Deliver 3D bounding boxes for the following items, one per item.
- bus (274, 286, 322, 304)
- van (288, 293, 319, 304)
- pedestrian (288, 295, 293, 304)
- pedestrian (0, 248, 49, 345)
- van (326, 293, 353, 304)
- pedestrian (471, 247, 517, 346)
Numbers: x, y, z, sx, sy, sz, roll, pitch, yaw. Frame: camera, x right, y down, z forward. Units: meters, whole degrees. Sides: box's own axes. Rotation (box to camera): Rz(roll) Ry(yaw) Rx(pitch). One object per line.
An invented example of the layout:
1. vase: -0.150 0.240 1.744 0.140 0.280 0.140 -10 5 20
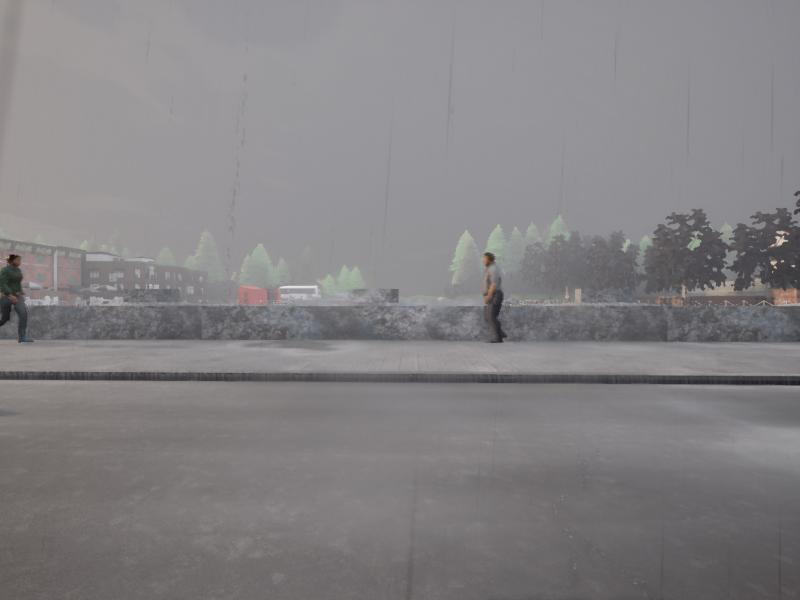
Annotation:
1. bus: -23.899 -1.139 93.867 10.273 4.253 3.944 0 0 2
2. van: -21.720 -0.227 89.912 6.366 2.431 2.351 0 0 2
3. pedestrian: -23.098 -0.067 84.499 0.751 1.860 0.751 0 0 43
4. pedestrian: -7.725 -0.067 8.010 0.751 1.860 0.751 0 0 -2
5. van: -14.112 -0.300 93.671 5.915 2.561 1.988 0 0 2
6. pedestrian: 1.838 -0.067 7.923 0.751 1.860 0.751 0 0 3
